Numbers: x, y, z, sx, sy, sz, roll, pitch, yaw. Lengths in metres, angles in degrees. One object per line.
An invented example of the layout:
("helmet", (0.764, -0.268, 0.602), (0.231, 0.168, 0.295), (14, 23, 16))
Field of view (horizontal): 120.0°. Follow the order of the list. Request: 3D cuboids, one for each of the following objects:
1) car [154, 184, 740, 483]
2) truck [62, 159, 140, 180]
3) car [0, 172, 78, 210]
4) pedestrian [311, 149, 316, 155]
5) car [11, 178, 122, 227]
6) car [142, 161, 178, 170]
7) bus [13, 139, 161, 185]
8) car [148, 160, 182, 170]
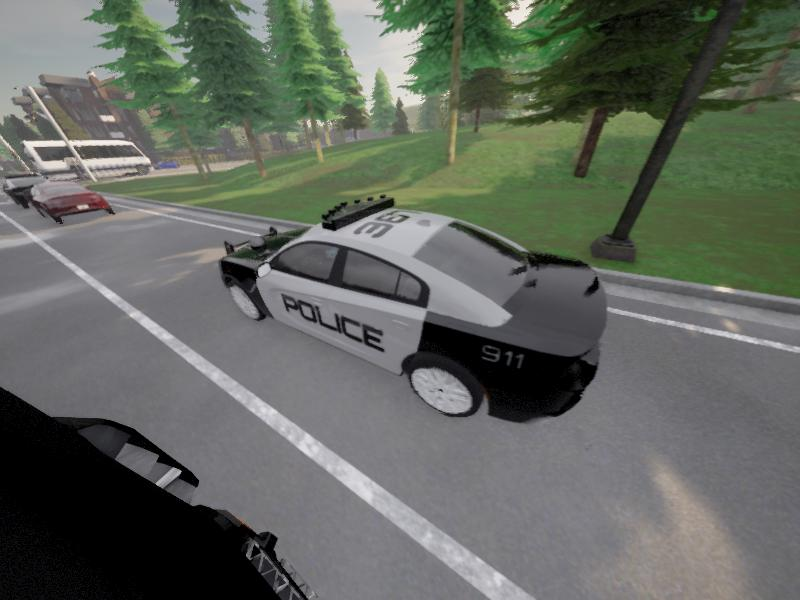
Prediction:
("car", (-0.535, -0.438, 3.104), (5.238, 1.638, 1.930), (16, 38, 26))
("truck", (-42.407, -18.740, 33.041), (2.390, 2.098, 6.274), (16, 38, 26))
("car", (-22.724, -6.833, 14.293), (5.238, 1.638, 1.930), (16, 38, 26))
("pedestrian", (-31.712, -54.275, 84.737), (0.751, 1.860, 0.751), (15, 38, 25))
("car", (-15.268, -4.599, 10.583), (4.674, 1.442, 1.812), (16, 38, 26))
("car", (-49.693, -27.903, 47.884), (1.895, 1.301, 4.718), (16, 38, 25))
("bus", (-39.919, -18.389, 30.405), (3.944, 4.253, 10.273), (16, 38, 26))
("car", (-46.840, -26.929, 46.062), (1.816, 1.474, 4.193), (16, 38, 25))
